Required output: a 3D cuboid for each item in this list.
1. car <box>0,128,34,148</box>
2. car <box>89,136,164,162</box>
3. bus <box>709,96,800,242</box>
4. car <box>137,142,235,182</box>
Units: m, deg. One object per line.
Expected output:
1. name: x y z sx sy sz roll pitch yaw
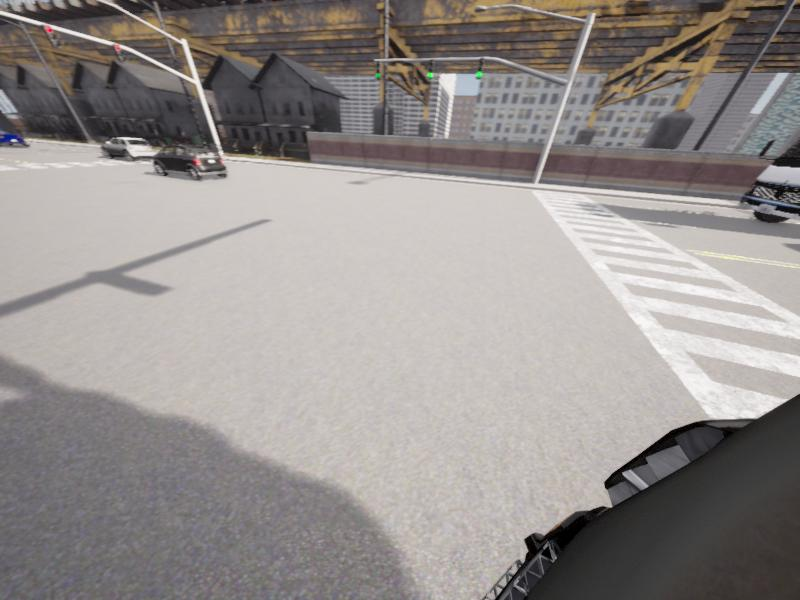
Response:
1. car: -39.370 -16.011 22.755 4.674 1.442 1.812 13 36 14
2. car: -21.304 -11.854 18.111 3.806 1.475 1.970 13 36 14
3. bus: 18.914 -3.662 6.924 10.273 4.253 3.944 13 36 14
4. car: -11.463 -7.527 12.518 3.705 1.549 1.789 13 36 14
